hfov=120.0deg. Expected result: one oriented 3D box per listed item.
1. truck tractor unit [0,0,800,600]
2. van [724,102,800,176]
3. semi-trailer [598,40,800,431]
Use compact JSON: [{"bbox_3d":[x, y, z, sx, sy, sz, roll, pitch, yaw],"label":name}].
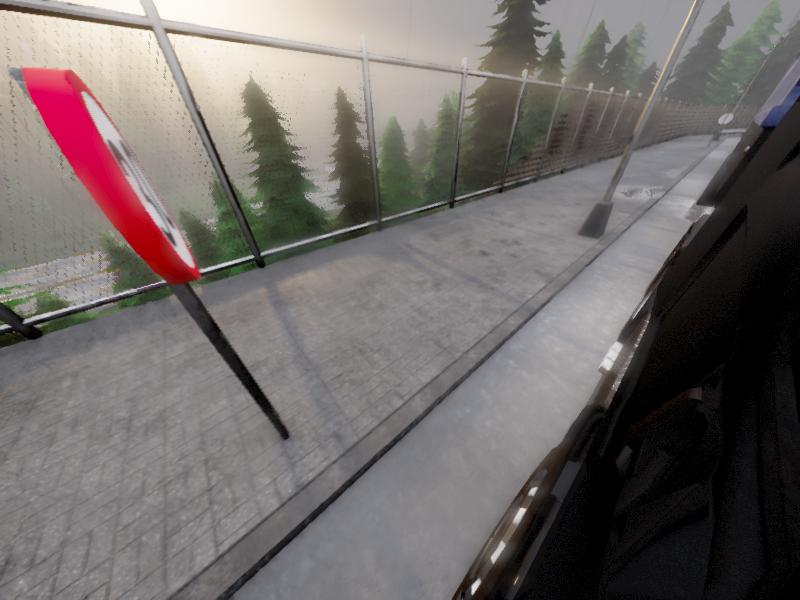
[{"bbox_3d":[2.645,-0.295,0.352,6.516,4.208,3.053,-28,44,-30],"label":"truck tractor unit"},{"bbox_3d":[18.794,-8.118,11.425,5.915,2.561,1.988,-29,44,-29],"label":"van"},{"bbox_3d":[8.705,-3.576,4.256,14.254,4.402,2.717,-28,44,-30],"label":"semi-trailer"}]
